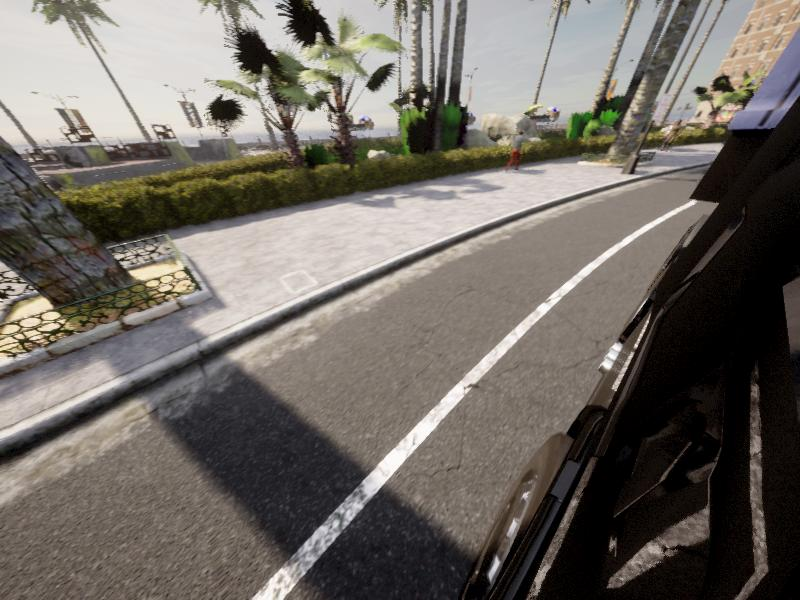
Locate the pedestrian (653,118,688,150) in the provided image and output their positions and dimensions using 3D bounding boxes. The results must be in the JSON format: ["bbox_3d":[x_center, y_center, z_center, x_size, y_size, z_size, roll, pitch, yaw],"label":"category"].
[{"bbox_3d":[19.706,-12.080,16.880,0.751,1.860,0.751,-16,38,-17],"label":"pedestrian"}]

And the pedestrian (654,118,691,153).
[{"bbox_3d":[18.560,-11.194,15.755,0.751,1.860,0.751,-21,40,-23],"label":"pedestrian"}]

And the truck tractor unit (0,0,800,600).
[{"bbox_3d":[2.645,-0.295,0.351,6.516,4.208,3.053,-28,44,-30],"label":"truck tractor unit"}]

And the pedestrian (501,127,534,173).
[{"bbox_3d":[5.823,-7.453,11.505,0.751,1.860,0.751,-20,40,-22],"label":"pedestrian"}]

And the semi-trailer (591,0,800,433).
[{"bbox_3d":[9.187,-3.205,3.695,14.254,4.402,2.717,-22,40,-24],"label":"semi-trailer"}]
